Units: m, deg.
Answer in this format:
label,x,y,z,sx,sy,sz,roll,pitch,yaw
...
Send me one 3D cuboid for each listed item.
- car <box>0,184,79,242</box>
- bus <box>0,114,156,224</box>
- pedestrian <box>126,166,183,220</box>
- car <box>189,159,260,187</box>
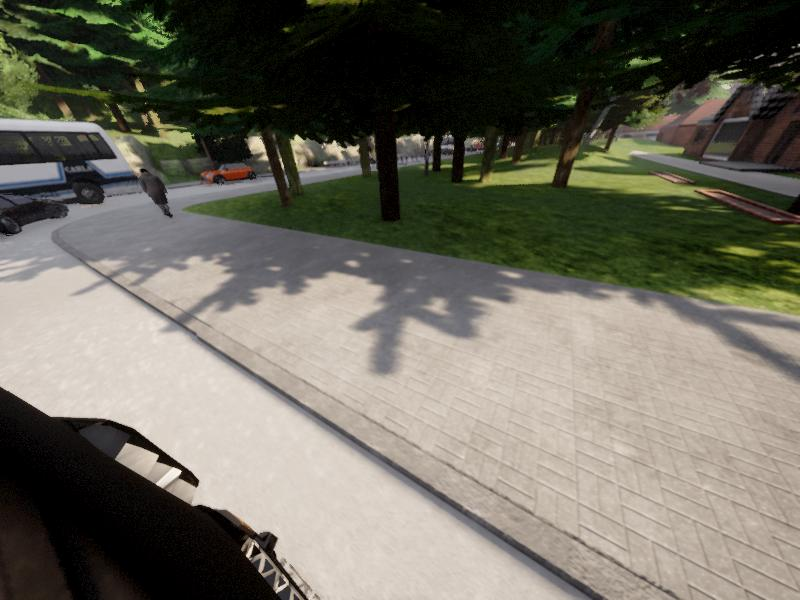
label,x,y,z,sx,sy,sz,roll,pitch,yaw
car,-16.387,-3.527,9.326,2.033,1.411,5.357,-19,37,-23
bus,-20.581,-6.576,11.659,3.944,4.253,10.273,5,35,11
pedestrian,-9.908,-4.345,9.378,0.751,1.860,0.751,21,40,31
car,-16.112,-11.929,21.573,2.097,1.767,4.553,16,38,26
